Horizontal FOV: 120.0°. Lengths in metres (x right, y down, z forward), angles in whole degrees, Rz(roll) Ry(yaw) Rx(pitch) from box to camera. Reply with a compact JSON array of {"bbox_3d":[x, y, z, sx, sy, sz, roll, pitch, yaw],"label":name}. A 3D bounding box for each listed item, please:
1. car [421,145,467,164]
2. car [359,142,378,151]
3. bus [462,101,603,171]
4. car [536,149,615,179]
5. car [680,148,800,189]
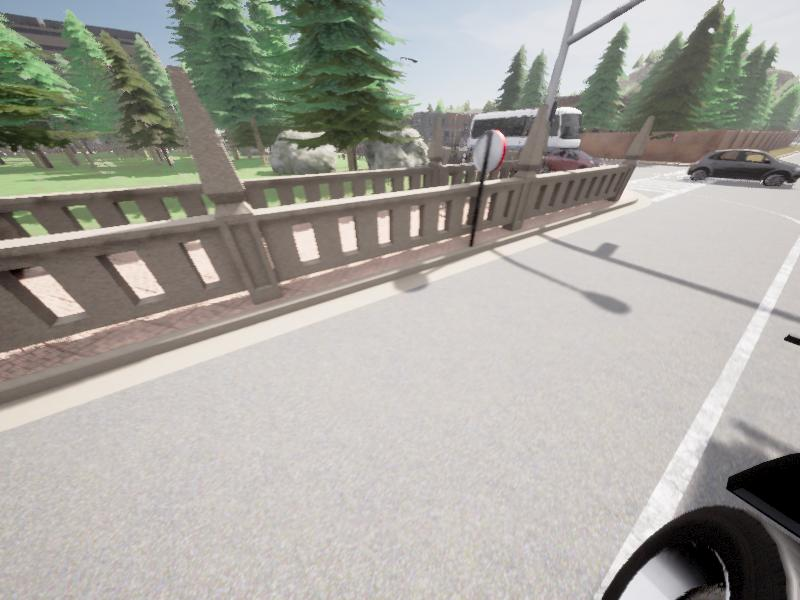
[{"bbox_3d":[4.723,-16.208,25.591,1.801,1.575,5.366,-20,40,-26],"label":"car"},{"bbox_3d":[-7.183,-34.585,51.914,2.152,1.651,5.027,-20,40,-26],"label":"car"},{"bbox_3d":[11.287,-15.242,21.798,3.944,4.253,10.273,-20,39,-26],"label":"bus"},{"bbox_3d":[11.996,-9.557,16.056,1.845,1.501,3.633,-20,39,-25],"label":"car"},{"bbox_3d":[19.114,-7.427,12.850,1.851,1.617,3.988,-25,42,-30],"label":"car"}]
